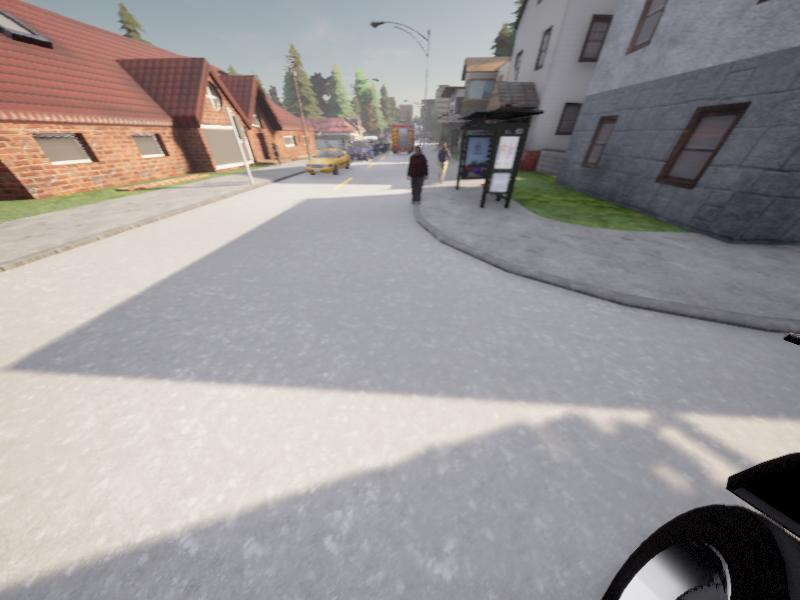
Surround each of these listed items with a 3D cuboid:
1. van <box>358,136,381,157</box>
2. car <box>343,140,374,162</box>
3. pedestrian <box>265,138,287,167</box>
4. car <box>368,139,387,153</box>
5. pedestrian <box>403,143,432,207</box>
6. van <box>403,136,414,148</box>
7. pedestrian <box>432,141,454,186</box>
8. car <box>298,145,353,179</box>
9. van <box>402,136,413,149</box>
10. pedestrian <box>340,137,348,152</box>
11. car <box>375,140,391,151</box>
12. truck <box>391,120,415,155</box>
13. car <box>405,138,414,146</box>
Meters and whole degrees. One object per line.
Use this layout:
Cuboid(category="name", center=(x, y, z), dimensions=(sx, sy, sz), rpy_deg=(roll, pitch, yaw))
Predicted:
Cuboid(category="van", center=(-3.816, -19.727, 29.637), dimensions=(2.069, 2.038, 4.480), rpy_deg=(2, 36, 3))
Cuboid(category="car", center=(-4.246, -15.828, 24.403), dimensions=(2.097, 1.767, 4.553), rpy_deg=(2, 36, 3))
Cuboid(category="pedestrian", center=(-9.902, -11.820, 18.520), dimensions=(0.751, 1.860, 0.751), rpy_deg=(6, 36, 8))
Cuboid(category="car", center=(-3.351, -23.586, 35.343), dimensions=(2.242, 1.667, 4.611), rpy_deg=(2, 36, 3))
Cuboid(category="pedestrian", center=(0.588, -4.340, 8.074), dimensions=(0.751, 1.860, 0.751), rpy_deg=(11, 37, 15))
Cuboid(category="van", center=(1.862, -34.040, 49.632), dimensions=(2.069, 2.038, 4.480), rpy_deg=(2, 36, 3))
Cuboid(category="pedestrian", center=(2.122, -6.781, 11.493), dimensions=(0.751, 1.860, 0.751), rpy_deg=(13, 37, 17))
Cuboid(category="car", center=(-4.907, -9.820, 16.196), dimensions=(1.801, 1.575, 5.366), rpy_deg=(3, 36, 4))
Cuboid(category="van", center=(1.456, -30.543, 44.796), dimensions=(1.775, 1.987, 4.442), rpy_deg=(2, 36, 3))
Cuboid(category="pedestrian", center=(-8.523, -23.648, 35.037), dimensions=(0.751, 1.860, 0.751), rpy_deg=(2, 36, 3))
Cuboid(category="car", center=(-2.892, -27.447, 40.899), dimensions=(2.163, 1.488, 4.792), rpy_deg=(2, 36, 3))
Cuboid(category="truck", center=(0.618, -24.099, 34.221), dimensions=(2.891, 3.827, 8.468), rpy_deg=(2, 36, 3))
Cuboid(category="car", center=(2.347, -37.982, 55.480), dimensions=(1.930, 1.638, 5.238), rpy_deg=(2, 36, 3))
